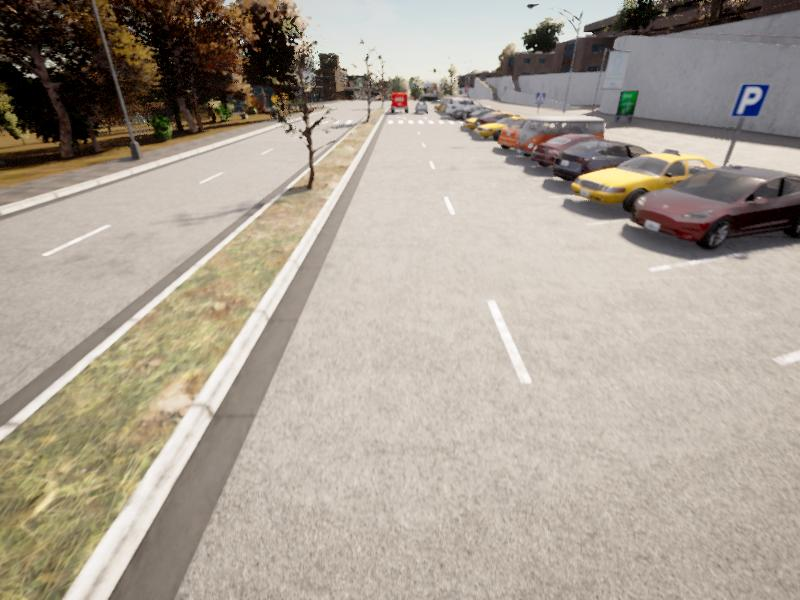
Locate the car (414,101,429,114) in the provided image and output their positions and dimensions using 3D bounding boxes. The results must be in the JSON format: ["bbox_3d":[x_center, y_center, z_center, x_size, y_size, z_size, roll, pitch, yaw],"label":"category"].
[{"bbox_3d":[2.982,-27.002,56.014,1.845,1.501,3.633,0,28,0],"label":"car"}]

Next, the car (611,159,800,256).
[{"bbox_3d":[8.036,-2.402,9.733,4.792,1.488,2.163,-9,29,-18],"label":"car"}]

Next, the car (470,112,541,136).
[{"bbox_3d":[8.084,-13.587,30.855,4.792,1.488,2.163,-9,29,-18],"label":"car"}]

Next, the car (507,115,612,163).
[{"bbox_3d":[7.957,-8.169,20.146,4.442,1.987,1.878,-9,30,-18],"label":"car"}]

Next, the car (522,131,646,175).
[{"bbox_3d":[8.056,-6.562,17.678,4.674,1.452,2.002,-9,29,-18],"label":"car"}]

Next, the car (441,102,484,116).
[{"bbox_3d":[8.045,-24.789,51.904,4.892,1.521,2.231,-9,29,-18],"label":"car"}]

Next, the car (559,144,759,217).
[{"bbox_3d":[7.891,-3.790,12.310,5.366,1.575,1.946,-9,29,-18],"label":"car"}]

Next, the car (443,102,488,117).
[{"bbox_3d":[8.058,-23.398,49.263,5.008,1.535,2.097,-9,30,-18],"label":"car"}]

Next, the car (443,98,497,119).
[{"bbox_3d":[8.084,-22.236,46.524,5.566,2.045,2.435,-9,29,-18],"label":"car"}]

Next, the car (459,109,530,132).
[{"bbox_3d":[7.884,-14.989,33.399,5.366,1.575,1.946,-9,30,-18],"label":"car"}]

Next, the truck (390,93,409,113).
[{"bbox_3d":[-0.024,-28.288,57.395,2.627,2.467,5.204,1,27,0],"label":"truck"}]

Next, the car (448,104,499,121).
[{"bbox_3d":[8.064,-20.609,43.989,4.892,1.521,2.231,-9,30,-18],"label":"car"}]

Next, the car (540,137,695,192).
[{"bbox_3d":[8.088,-5.183,15.046,4.792,1.488,2.163,-9,29,-18],"label":"car"}]

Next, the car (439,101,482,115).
[{"bbox_3d":[8.225,-26.210,54.601,5.366,1.575,1.946,-9,29,-18],"label":"car"}]

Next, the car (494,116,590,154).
[{"bbox_3d":[8.033,-9.500,22.867,4.553,1.767,2.185,-9,29,-18],"label":"car"}]

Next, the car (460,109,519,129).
[{"bbox_3d":[8.052,-16.381,36.111,4.674,1.452,2.002,-9,29,-18],"label":"car"}]

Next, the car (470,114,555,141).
[{"bbox_3d":[7.885,-12.176,28.137,5.366,1.575,1.946,-9,30,-18],"label":"car"}]
